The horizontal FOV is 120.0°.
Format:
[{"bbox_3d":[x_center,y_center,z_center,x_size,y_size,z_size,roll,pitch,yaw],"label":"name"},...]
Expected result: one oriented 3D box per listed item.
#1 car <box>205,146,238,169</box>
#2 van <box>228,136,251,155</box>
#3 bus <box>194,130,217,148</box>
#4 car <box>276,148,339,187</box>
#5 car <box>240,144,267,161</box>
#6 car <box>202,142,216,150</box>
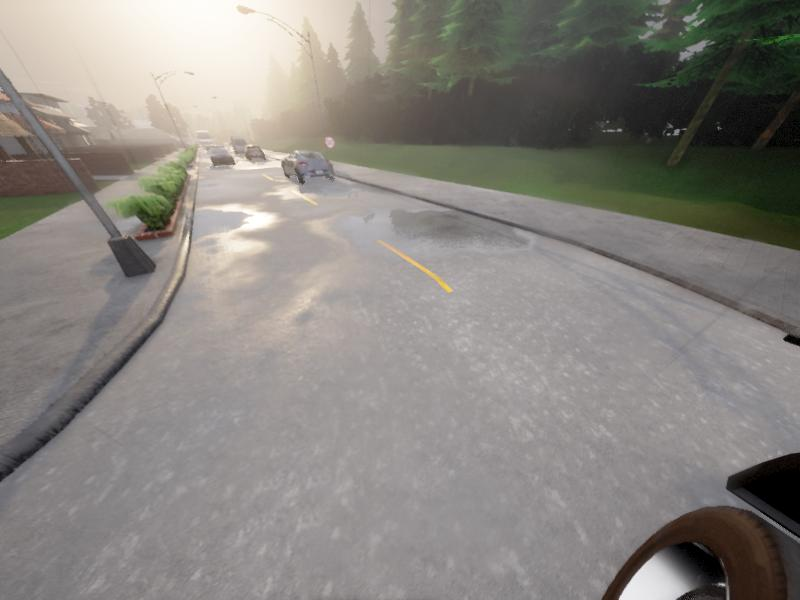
[{"bbox_3d":[-17.506,-14.048,22.574,1.930,1.638,5.238,-22,40,-27],"label":"car"},{"bbox_3d":[-27.455,-26.419,39.440,1.988,2.561,5.915,-22,41,-28],"label":"van"},{"bbox_3d":[-60.302,-49.950,71.633,3.944,4.253,10.273,-22,41,-28],"label":"bus"},{"bbox_3d":[-6.027,-8.611,14.772,2.152,1.651,5.027,-22,41,-28],"label":"car"},{"bbox_3d":[-18.596,-18.754,29.275,2.033,1.649,4.856,-21,41,-27],"label":"car"},{"bbox_3d":[-48.369,-38.960,58.465,2.152,1.651,5.027,-22,41,-28],"label":"car"}]
